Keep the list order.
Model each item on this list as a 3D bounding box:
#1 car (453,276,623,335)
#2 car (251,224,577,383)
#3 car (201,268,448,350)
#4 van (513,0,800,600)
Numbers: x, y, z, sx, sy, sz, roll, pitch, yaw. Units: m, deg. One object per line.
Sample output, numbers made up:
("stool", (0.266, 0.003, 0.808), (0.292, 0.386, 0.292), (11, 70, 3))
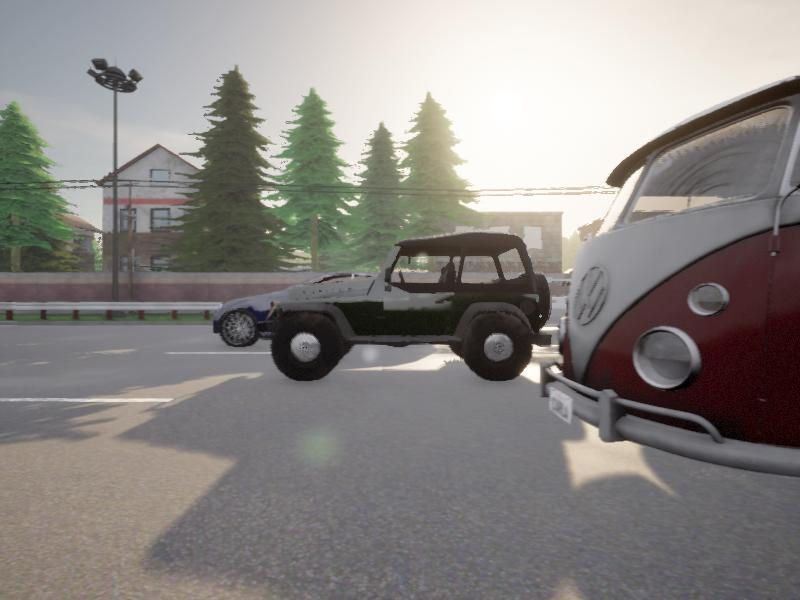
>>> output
("car", (4.133, 0.158, 12.699), (4.611, 1.667, 2.242), (0, 0, 0))
("car", (0.162, 0.047, 5.701), (3.866, 1.878, 1.905), (0, 0, 0))
("car", (-1.537, 0.180, 9.199), (5.027, 1.651, 2.152), (0, 0, 0))
("van", (3.096, 0.000, 2.199), (4.442, 1.987, 1.775), (0, 0, 0))
